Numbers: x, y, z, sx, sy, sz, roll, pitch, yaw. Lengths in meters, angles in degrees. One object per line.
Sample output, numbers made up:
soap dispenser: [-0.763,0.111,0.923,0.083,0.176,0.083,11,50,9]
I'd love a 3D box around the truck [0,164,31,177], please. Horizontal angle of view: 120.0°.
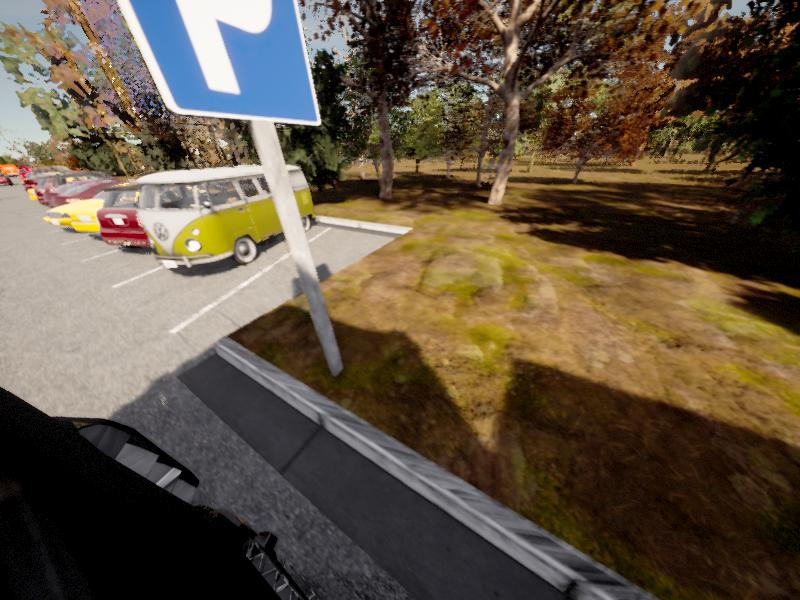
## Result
truck: [-93.935,-31.447,56.322,5.204,2.467,2.627,25,43,38]

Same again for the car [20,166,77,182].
car: [-57.921,-20.917,38.207,1.878,1.987,4.442,8,34,15]

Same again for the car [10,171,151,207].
car: [-21.644,-7.871,16.157,1.946,1.575,5.366,6,33,13]

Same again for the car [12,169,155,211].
car: [-19.225,-7.048,14.501,2.185,1.767,4.553,6,33,12]

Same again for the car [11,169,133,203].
car: [-24.140,-8.712,17.388,2.185,1.767,4.553,6,34,13]

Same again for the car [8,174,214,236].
car: [-11.770,-4.478,10.275,1.946,1.575,5.366,5,33,11]

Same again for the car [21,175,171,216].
car: [-16.730,-6.119,13.212,2.002,1.452,4.674,5,33,12]

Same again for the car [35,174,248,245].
car: [-9.187,-3.897,9.215,1.946,1.575,5.366,5,33,11]

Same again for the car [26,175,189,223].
car: [-14.238,-5.326,11.825,2.002,1.452,4.674,5,33,12]

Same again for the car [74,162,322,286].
car: [-4.205,-2.393,6.154,1.878,1.987,4.442,5,33,10]

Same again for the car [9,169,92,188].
car: [-43.575,-15.348,29.102,1.946,1.575,5.366,8,34,15]

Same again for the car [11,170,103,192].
car: [-36.324,-12.813,24.732,2.097,1.535,5.008,7,34,14]

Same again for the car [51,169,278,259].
car: [-6.719,-3.114,7.617,2.185,1.767,4.553,5,33,11]

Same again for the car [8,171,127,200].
car: [-26.605,-9.416,18.864,2.097,1.535,5.008,6,34,13]

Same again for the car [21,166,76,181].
car: [-60.314,-21.809,39.736,1.878,1.987,4.442,8,34,15]

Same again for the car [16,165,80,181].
car: [-62.669,-22.800,41.372,2.435,2.045,5.566,7,34,15]

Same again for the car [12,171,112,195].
car: [-31.473,-11.095,21.824,2.163,1.488,4.792,7,34,14]

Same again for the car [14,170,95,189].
car: [-41.134,-14.558,27.736,2.231,1.521,4.892,7,34,15]

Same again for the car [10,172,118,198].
car: [-29.046,-10.214,20.307,2.163,1.488,4.792,7,34,13]

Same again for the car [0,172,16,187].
car: [-56.121,-16.866,32.264,3.988,1.617,1.851,20,40,31]

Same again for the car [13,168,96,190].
car: [-38.741,-13.775,26.141,2.185,1.767,4.553,7,34,14]

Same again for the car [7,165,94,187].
car: [-45.926,-16.556,30.662,2.435,2.045,5.566,7,34,15]
